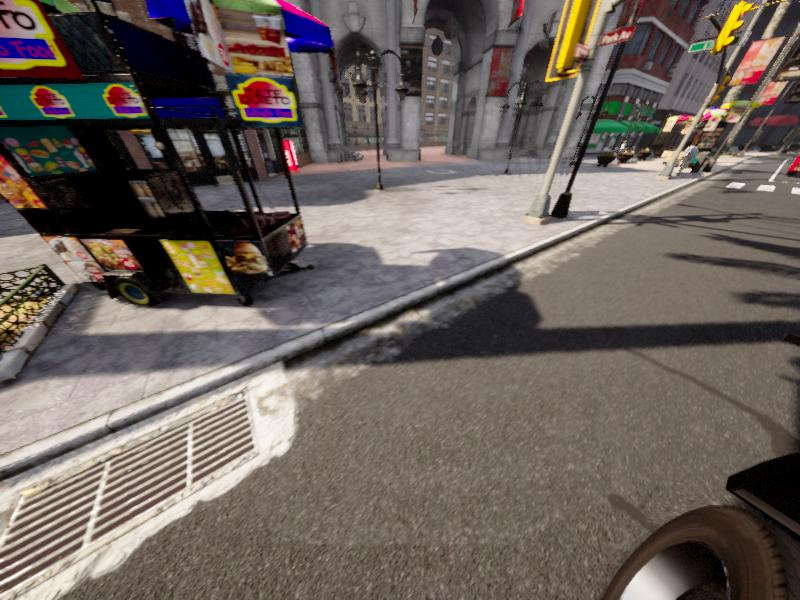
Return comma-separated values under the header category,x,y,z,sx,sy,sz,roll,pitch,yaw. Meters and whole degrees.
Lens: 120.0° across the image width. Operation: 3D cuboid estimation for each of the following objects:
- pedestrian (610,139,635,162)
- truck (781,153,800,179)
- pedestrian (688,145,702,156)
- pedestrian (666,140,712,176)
category,x,y,z,sx,sy,sz,roll,pitch,yaw
pedestrian,21.198,-14.256,22.029,0.751,1.860,0.751,3,35,5
truck,28.670,-10.108,14.684,8.468,3.827,2.891,-22,41,-28
pedestrian,35.553,-17.963,27.817,0.500,1.100,0.500,-21,40,-27
pedestrian,17.717,-8.739,14.229,0.751,1.860,0.751,-2,35,-2
